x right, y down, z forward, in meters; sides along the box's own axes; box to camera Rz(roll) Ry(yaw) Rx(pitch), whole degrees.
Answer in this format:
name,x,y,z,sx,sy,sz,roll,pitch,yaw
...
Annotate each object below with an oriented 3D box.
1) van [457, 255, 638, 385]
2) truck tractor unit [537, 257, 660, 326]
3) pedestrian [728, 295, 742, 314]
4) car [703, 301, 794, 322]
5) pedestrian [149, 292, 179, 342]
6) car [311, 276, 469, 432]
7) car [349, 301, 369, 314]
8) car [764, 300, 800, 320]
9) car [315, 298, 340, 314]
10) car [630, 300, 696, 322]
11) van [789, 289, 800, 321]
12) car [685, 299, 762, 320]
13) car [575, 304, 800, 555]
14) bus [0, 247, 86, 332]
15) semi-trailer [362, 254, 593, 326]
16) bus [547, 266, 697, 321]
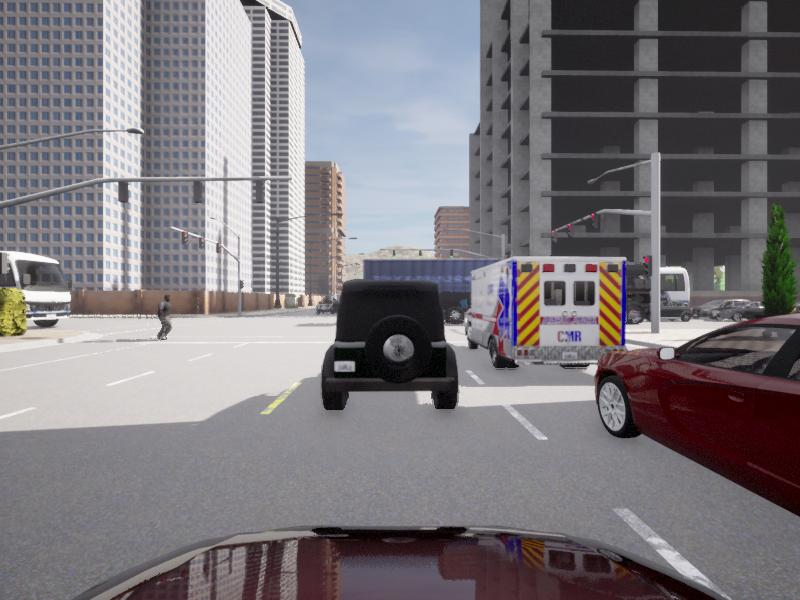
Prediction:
name,x,y,z,sx,sy,sz,roll,pitch,yaw
van,3.227,0.378,10.688,2.351,2.431,6.366,0,0,-2
truck tractor unit,12.704,-0.524,26.081,6.516,4.208,3.053,0,0,-1
pedestrian,33.131,0.485,39.615,0.751,1.860,0.751,0,0,-1
car,25.877,0.836,29.830,4.902,1.511,2.128,0,0,-1
pedestrian,-9.034,0.637,15.349,0.751,1.860,0.751,0,0,-7
car,-0.168,0.647,6.778,1.905,1.878,3.866,0,0,-2
car,-4.857,0.853,47.801,1.970,1.475,3.806,0,0,0
car,33.950,0.801,33.484,5.366,1.575,1.801,0,0,-1
car,-8.316,0.652,46.420,1.932,1.855,4.605,0,0,1
car,19.451,0.815,29.711,3.705,1.549,1.789,0,0,-1
van,33.479,0.378,29.976,6.366,2.431,2.351,0,0,-1
car,26.870,0.756,33.351,4.611,1.667,2.242,0,0,-1
car,3.422,0.823,3.069,1.882,1.535,5.008,0,0,-1
bus,-24.031,-0.534,22.015,10.273,4.253,3.944,0,0,-1
semi-trailer,4.790,-0.618,25.938,14.254,4.402,2.717,0,0,-1
bus,18.010,-0.535,33.064,10.273,4.253,3.944,0,0,-1
